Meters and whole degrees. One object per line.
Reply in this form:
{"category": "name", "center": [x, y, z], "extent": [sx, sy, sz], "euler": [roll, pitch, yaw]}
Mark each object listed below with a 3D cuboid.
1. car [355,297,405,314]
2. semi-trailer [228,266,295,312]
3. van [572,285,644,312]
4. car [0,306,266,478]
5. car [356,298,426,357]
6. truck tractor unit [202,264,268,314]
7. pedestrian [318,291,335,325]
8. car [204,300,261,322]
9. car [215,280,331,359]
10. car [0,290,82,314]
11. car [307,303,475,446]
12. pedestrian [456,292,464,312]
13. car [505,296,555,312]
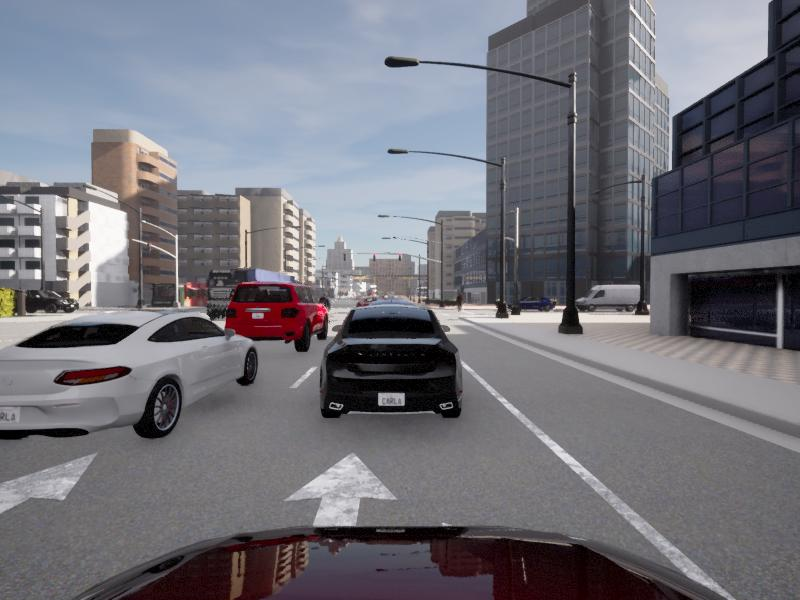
{"category": "car", "center": [-1.715, 0.442, 35.337], "extent": [4.193, 1.474, 1.816], "euler": [0, 1, 8]}
{"category": "semi-trailer", "center": [-15.113, -1.177, 45.497], "extent": [2.717, 4.402, 14.254], "euler": [0, 1, 0]}
{"category": "van", "center": [19.906, -0.155, 38.479], "extent": [5.915, 2.561, 1.988], "euler": [0, 1, -1]}
{"category": "car", "center": [-3.631, 0.861, 5.908], "extent": [1.812, 1.442, 4.674], "euler": [0, 0, -1]}
{"category": "car", "center": [-0.289, 0.737, 13.310], "extent": [1.882, 1.535, 5.008], "euler": [0, 1, -1]}
{"category": "truck tractor unit", "center": [-15.245, -0.981, 37.586], "extent": [3.053, 4.208, 6.516], "euler": [0, 1, 4]}
{"category": "pedestrian", "center": [-4.170, 0.426, 22.727], "extent": [0.751, 1.860, 0.751], "euler": [-1, 1, -30]}
{"category": "car", "center": [-11.105, 0.659, 26.924], "extent": [1.895, 1.301, 4.718], "euler": [0, 1, -1]}
{"category": "car", "center": [-3.796, 0.479, 13.206], "extent": [2.150, 2.045, 5.566], "euler": [0, 1, -1]}
{"category": "car", "center": [-30.852, 0.145, 34.241], "extent": [5.566, 2.045, 2.150], "euler": [0, 1, -1]}
{"category": "car", "center": [-0.149, 0.835, 6.827], "extent": [1.837, 1.490, 4.892], "euler": [0, 0, -1]}
{"category": "pedestrian", "center": [5.547, 0.183, 37.080], "extent": [0.751, 1.860, 0.751], "euler": [0, 1, 11]}
{"category": "car", "center": [12.427, 0.376, 38.379], "extent": [4.193, 1.474, 1.816], "euler": [0, 1, -1]}
